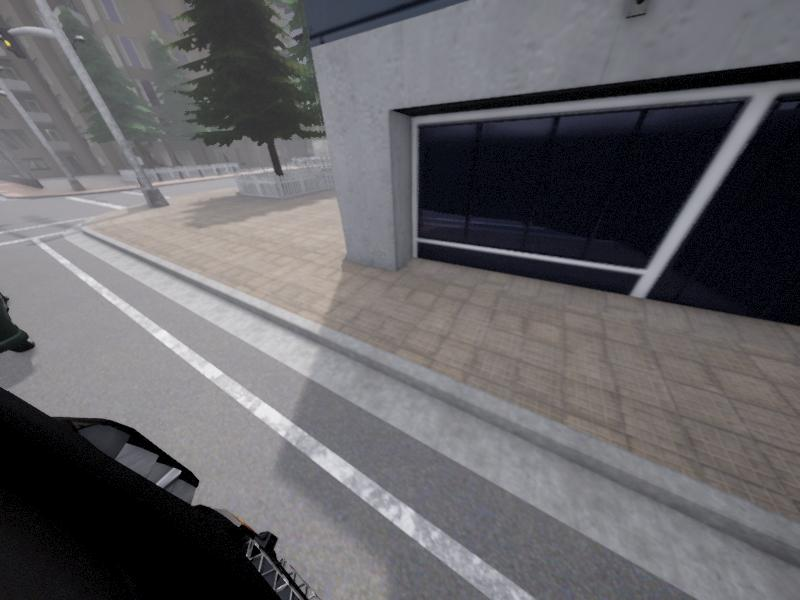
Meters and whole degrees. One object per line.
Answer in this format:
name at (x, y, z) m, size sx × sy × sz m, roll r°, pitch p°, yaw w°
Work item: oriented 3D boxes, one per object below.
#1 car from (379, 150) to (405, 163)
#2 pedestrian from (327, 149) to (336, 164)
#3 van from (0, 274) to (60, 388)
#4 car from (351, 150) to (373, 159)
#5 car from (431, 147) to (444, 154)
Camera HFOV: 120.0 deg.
car at (-1.170, -22.853, 36.750) m, size 1.837 × 1.490 × 4.892 m, roll 15°, pitch 38°, yaw 24°
pedestrian at (-10.416, -21.776, 35.088) m, size 0.751 × 1.860 × 0.751 m, roll 9°, pitch 35°, yaw 17°
van at (-6.759, -0.154, 2.737) m, size 4.442 × 1.987 × 1.775 m, roll 16°, pitch 38°, yaw 26°
car at (-8.619, -33.230, 52.670) m, size 4.514 × 1.525 × 2.007 m, roll 16°, pitch 38°, yaw 25°
car at (9.683, -38.554, 59.536) m, size 2.007 × 1.525 × 4.514 m, roll 15°, pitch 38°, yaw 24°
